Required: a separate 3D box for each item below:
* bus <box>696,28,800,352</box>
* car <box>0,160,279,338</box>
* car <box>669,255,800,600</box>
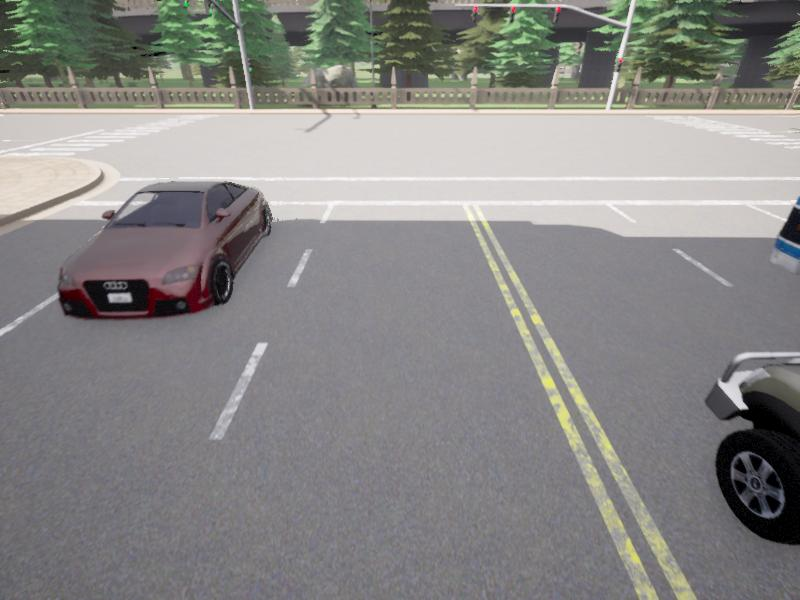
[{"bbox_3d":[6.893,0.375,1.149,3.944,4.253,10.273,0,30,0],"label":"bus"},{"bbox_3d":[-3.592,-1.184,6.666,1.994,1.385,4.181,-1,30,-2],"label":"car"},{"bbox_3d":[3.514,1.639,1.338,1.932,1.855,4.605,0,30,0],"label":"car"}]
